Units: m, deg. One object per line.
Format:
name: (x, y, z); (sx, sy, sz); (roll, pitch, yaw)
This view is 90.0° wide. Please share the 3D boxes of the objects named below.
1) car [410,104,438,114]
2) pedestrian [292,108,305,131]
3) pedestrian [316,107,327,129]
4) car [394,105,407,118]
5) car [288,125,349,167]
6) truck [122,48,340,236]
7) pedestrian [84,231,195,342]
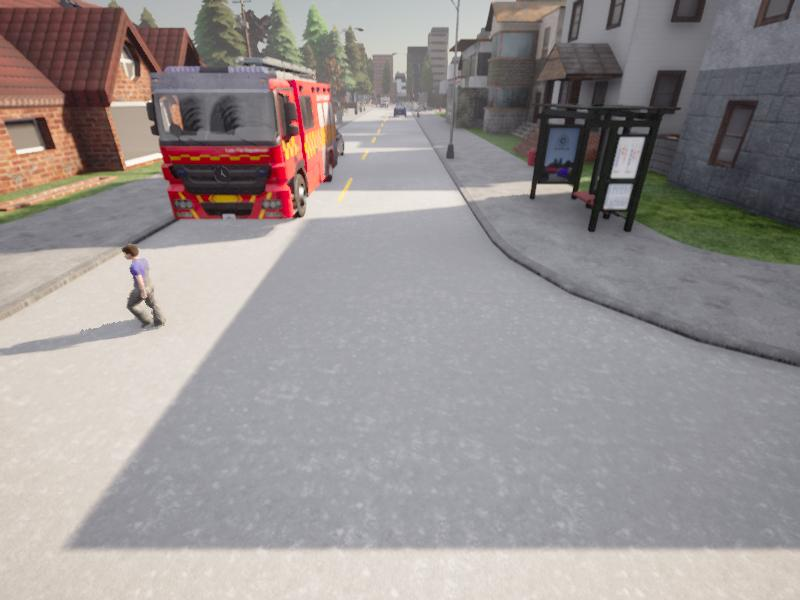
car: (4.664, -37.610, 78.759); (5.027, 1.651, 2.152); (-4, 27, -7)
pedestrian: (-8.930, -15.896, 35.203); (0.751, 1.860, 0.751); (0, 27, 1)
pedestrian: (-7.304, -16.917, 37.187); (0.751, 1.860, 0.751); (-2, 27, -3)
car: (0.006, -28.445, 60.240); (1.882, 1.535, 5.008); (0, 27, 0)
car: (-3.998, -8.019, 20.547); (2.128, 1.511, 4.902); (0, 27, 0)
truck: (-4.005, -5.170, 12.478); (2.891, 3.827, 8.468); (0, 27, 0)
pedestrian: (-3.497, -0.198, 5.516); (0.751, 1.300, 0.751); (-3, 27, -5)
